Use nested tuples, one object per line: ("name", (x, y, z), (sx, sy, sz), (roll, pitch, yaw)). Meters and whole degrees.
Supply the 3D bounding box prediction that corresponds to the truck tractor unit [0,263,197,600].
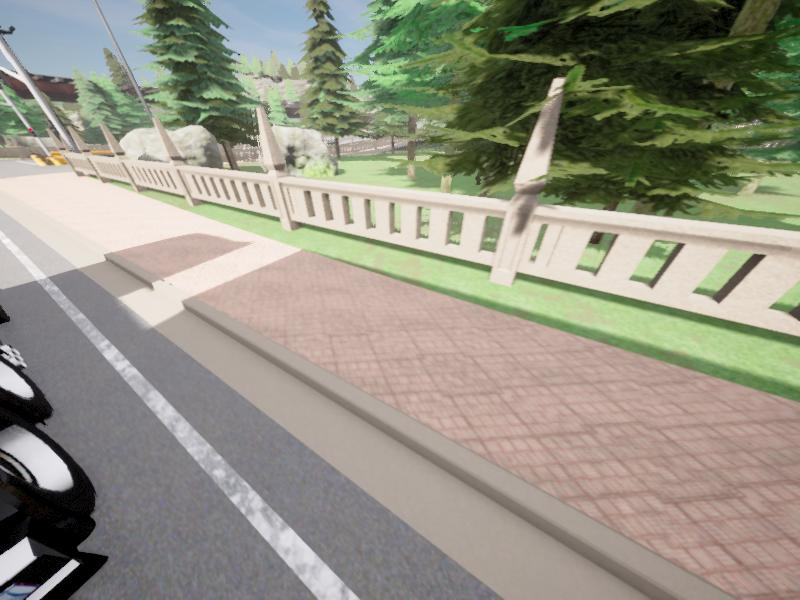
("truck tractor unit", (-5.109, -0.304, 0.778), (6.516, 4.208, 3.053), (18, 39, 24))
